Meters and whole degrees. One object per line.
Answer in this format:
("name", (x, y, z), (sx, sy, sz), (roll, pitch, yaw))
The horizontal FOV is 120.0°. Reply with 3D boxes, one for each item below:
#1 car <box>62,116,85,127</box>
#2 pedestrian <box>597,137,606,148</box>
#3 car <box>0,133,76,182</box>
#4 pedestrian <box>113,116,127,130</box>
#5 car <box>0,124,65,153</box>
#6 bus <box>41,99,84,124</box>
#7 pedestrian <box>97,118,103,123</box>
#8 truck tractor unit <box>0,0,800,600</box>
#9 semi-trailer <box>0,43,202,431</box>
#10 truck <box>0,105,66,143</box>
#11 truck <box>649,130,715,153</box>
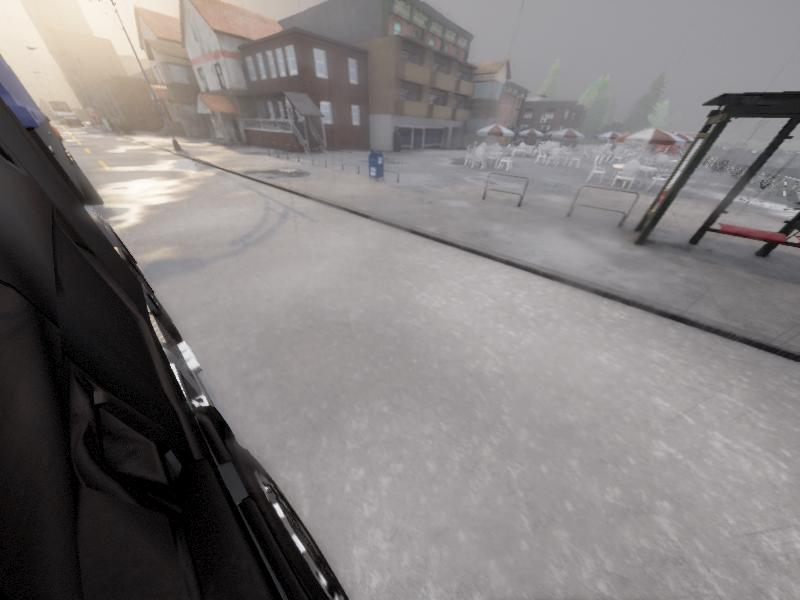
("car", (-64.230, -35.156, 45.417), (5.238, 1.638, 1.930), (28, 44, 30))
("pedestrian", (42.715, -33.281, 48.911), (0.751, 1.860, 0.751), (28, 44, 30))
("car", (-16.254, -6.339, 10.067), (4.718, 1.301, 1.895), (28, 44, 30))
("pedestrian", (-48.114, -30.425, 39.659), (0.751, 1.860, 0.751), (28, 43, 29))
("car", (-25.580, -11.333, 16.123), (4.181, 1.385, 1.994), (28, 44, 30))
("bus", (-81.516, -45.337, 55.805), (10.273, 4.253, 3.944), (28, 44, 30))
("pedestrian", (-80.737, -48.227, 62.132), (0.500, 1.100, 0.500), (-26, 45, -33))
("truck tractor unit", (-2.645, -0.295, 0.351), (6.516, 4.208, 3.053), (28, 44, 30))
("semi-trailer", (-8.701, -3.593, 4.239), (14.254, 4.402, 2.717), (28, 44, 30))
("truck", (-32.665, -15.554, 20.425), (5.204, 2.467, 2.627), (28, 44, 30))
("truck", (63.054, -35.918, 52.169), (8.468, 3.827, 2.891), (28, 44, 30))
